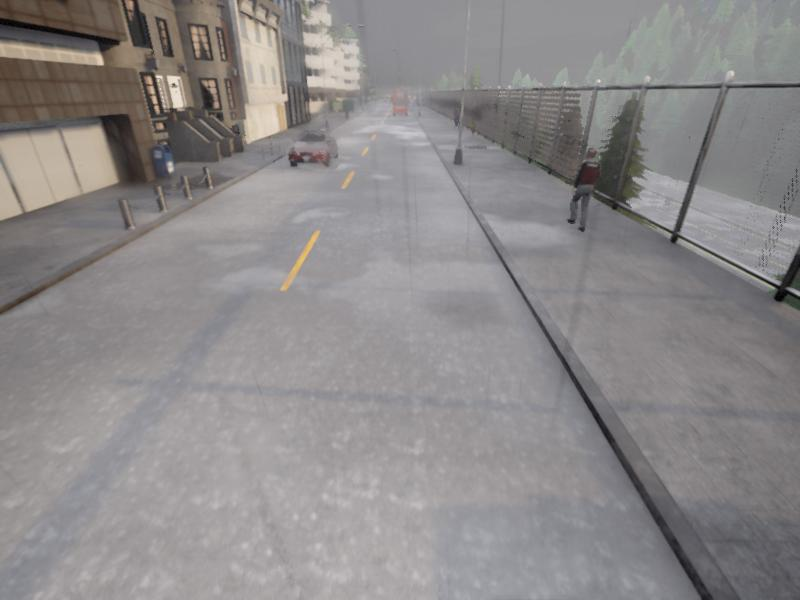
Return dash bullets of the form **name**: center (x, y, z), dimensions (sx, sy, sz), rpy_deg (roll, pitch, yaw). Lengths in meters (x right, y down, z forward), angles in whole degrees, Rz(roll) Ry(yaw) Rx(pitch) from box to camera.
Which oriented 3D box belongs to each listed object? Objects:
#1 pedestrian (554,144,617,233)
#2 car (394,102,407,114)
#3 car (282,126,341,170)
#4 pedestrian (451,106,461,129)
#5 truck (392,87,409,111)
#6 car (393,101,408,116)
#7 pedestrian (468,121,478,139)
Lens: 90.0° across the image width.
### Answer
- **pedestrian**: center (4.231, -2.569, 9.243), dimensions (0.751, 1.860, 0.751), rpy_deg (0, 27, 0)
- **car**: center (0.047, -32.325, 67.296), dimensions (2.152, 1.651, 5.027), rpy_deg (0, 27, 0)
- **car**: center (-3.987, -7.215, 18.778), dimensions (1.816, 1.474, 4.193), rpy_deg (0, 27, 0)
- **pedestrian**: center (4.979, -16.210, 35.502), dimensions (0.751, 1.860, 0.751), rpy_deg (2, 27, 3)
- **truck**: center (0.066, -37.893, 75.308), dimensions (2.891, 3.827, 8.468), rpy_deg (0, 27, 0)
- **car**: center (0.042, -27.808, 58.110), dimensions (2.097, 1.767, 4.553), rpy_deg (0, 27, 0)
- **pedestrian**: center (5.142, -11.951, 28.131), dimensions (0.500, 1.100, 0.500), rpy_deg (1, 27, 2)
